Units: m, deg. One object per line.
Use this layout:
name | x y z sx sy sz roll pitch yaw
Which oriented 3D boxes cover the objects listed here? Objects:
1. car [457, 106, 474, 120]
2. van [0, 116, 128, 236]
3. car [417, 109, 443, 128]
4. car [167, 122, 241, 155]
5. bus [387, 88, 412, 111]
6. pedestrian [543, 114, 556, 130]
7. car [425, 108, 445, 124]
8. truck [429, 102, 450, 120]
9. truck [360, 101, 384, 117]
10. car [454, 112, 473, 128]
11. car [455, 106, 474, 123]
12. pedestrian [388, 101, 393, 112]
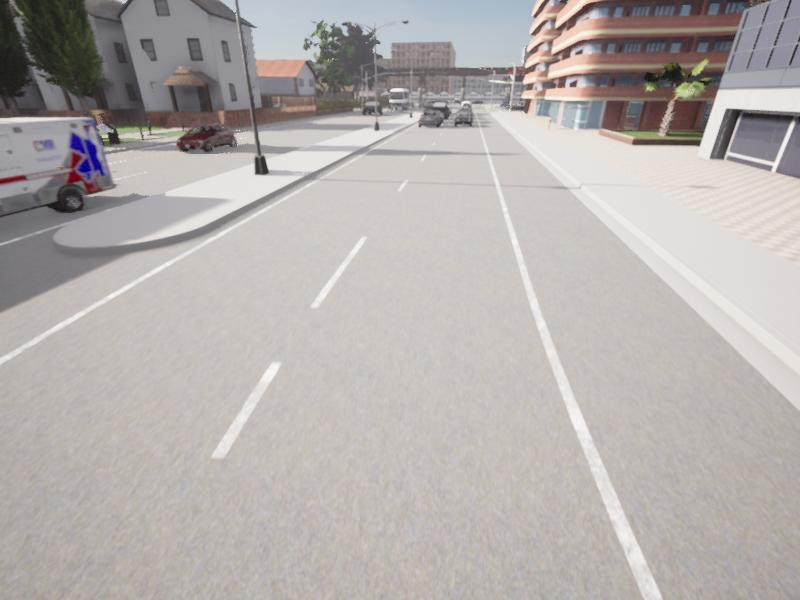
car | 9.234 -26.540 56.643 2.152 1.651 5.027 4 27 8
van | -10.613 -3.080 9.962 2.351 2.431 6.366 5 27 9
car | 3.218 -19.306 42.468 2.242 1.667 4.611 4 27 8
car | -11.630 -9.825 24.157 1.816 1.474 4.193 4 27 8
bus | 0.080 -45.015 89.756 3.944 4.253 10.273 4 27 8
pedestrian | 13.556 -16.112 36.255 0.751 1.300 0.751 13 30 24
car | 4.264 -22.312 48.486 2.038 1.542 4.974 4 27 8
truck | 5.611 -26.508 56.051 2.390 2.098 6.274 4 27 8
truck | -4.466 -31.097 64.969 2.390 2.098 6.274 4 27 8
car | 6.945 -19.676 43.610 1.895 1.301 4.718 4 27 8
car | 8.005 -23.007 49.562 2.097 1.767 4.553 4 27 8
pedestrian | -1.948 -39.270 81.126 0.751 1.860 0.751 6 28 12
